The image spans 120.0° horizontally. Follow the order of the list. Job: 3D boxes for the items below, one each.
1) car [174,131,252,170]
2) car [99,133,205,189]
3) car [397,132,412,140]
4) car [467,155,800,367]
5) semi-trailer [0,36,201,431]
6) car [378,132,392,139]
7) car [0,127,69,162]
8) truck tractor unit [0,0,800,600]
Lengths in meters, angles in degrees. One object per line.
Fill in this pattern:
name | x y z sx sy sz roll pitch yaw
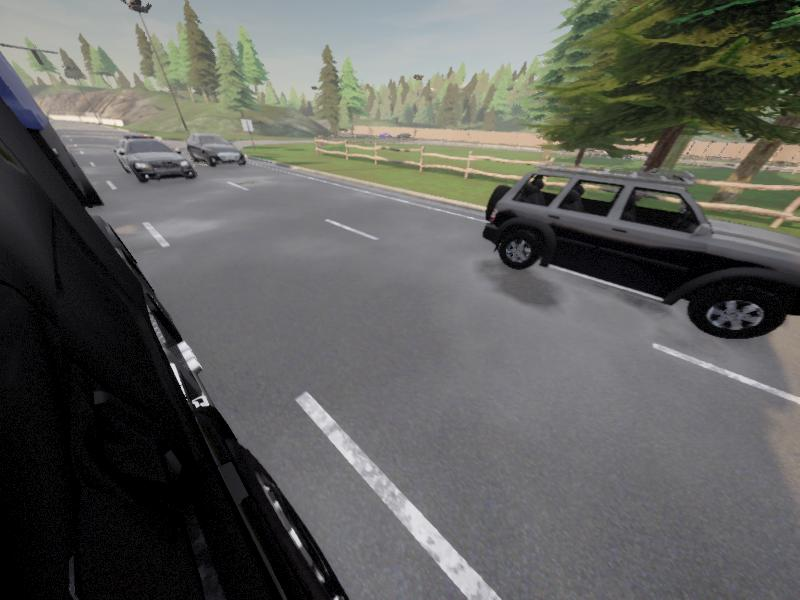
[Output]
car | -11.566 -9.344 14.294 4.856 1.649 2.033 28 43 30
car | -11.158 -6.394 10.367 4.974 1.542 2.038 28 43 30
car | 1.365 -52.148 73.486 4.605 1.855 1.932 28 43 30
car | 3.933 -1.249 4.114 4.605 1.855 1.932 28 43 30
semi-trailer | -8.695 -3.588 4.260 14.254 4.402 2.717 28 43 30
car | -4.899 -55.267 77.662 4.514 1.525 2.007 28 43 30
car | -21.854 -9.288 13.706 4.181 1.385 1.994 28 43 30
truck tractor unit | -2.645 -0.295 0.351 6.516 4.208 3.053 28 44 30
